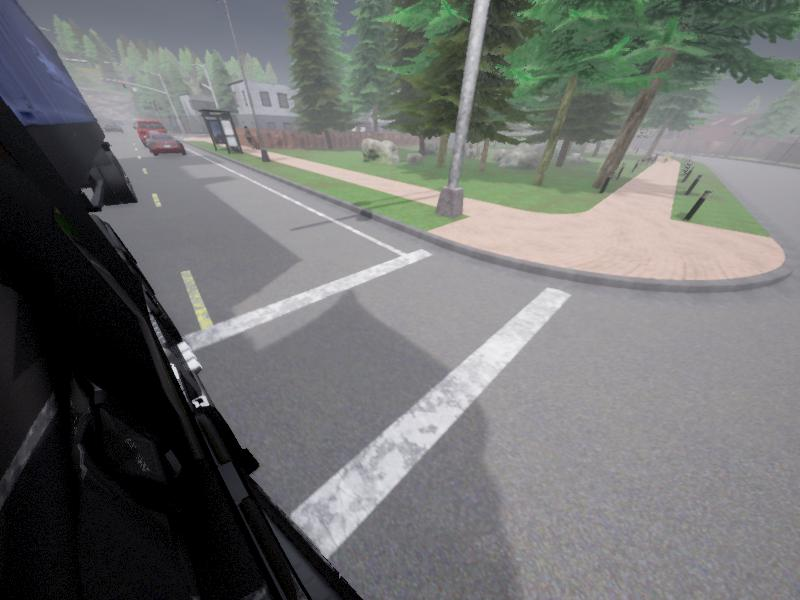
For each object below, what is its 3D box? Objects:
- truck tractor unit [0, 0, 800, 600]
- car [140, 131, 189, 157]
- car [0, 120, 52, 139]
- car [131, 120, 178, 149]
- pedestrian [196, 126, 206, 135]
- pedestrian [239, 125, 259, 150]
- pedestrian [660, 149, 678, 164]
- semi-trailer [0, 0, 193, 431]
[{"bbox_3d":[-2.645,-0.295,0.352,6.516,4.208,3.053,28,44,30],"label":"truck tractor unit"},{"bbox_3d":[-18.154,-12.034,17.776,1.994,1.385,4.181,-28,46,-34],"label":"car"},{"bbox_3d":[-42.660,-18.734,25.364,4.514,1.525,2.007,-26,45,-33],"label":"car"},{"bbox_3d":[-23.617,-15.912,22.155,2.150,2.045,5.566,-28,46,-34],"label":"car"},{"bbox_3d":[-36.555,-31.194,42.459,0.751,1.300,0.751,32,45,33],"label":"pedestrian"},{"bbox_3d":[-13.723,-14.767,21.025,0.751,1.860,0.751,20,40,22],"label":"pedestrian"},{"bbox_3d":[29.403,-15.741,25.257,0.751,1.300,0.751,-29,47,-35],"label":"pedestrian"},{"bbox_3d":[-8.298,-3.824,4.620,2.717,4.402,14.254,-29,47,-35],"label":"semi-trailer"}]
